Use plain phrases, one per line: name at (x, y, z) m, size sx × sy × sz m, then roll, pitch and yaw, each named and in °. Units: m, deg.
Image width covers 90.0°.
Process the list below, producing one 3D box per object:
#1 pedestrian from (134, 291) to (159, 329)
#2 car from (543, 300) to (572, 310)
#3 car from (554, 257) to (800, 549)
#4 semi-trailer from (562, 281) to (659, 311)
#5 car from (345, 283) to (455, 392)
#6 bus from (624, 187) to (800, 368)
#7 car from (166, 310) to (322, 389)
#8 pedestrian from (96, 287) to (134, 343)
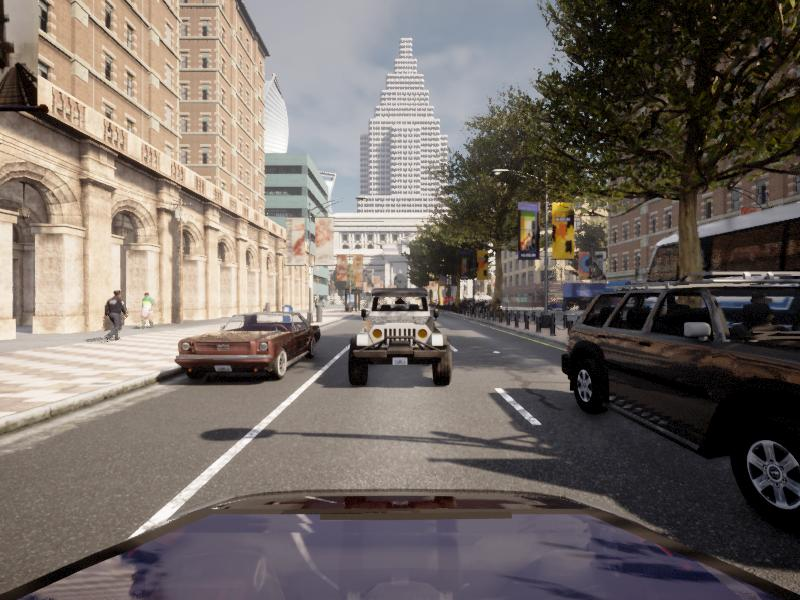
pedestrian at (-12.425, 0.488, 19.658) m, size 0.751 × 1.860 × 0.751 m, roll 0°, pitch 0°, yaw 0°
car at (25.736, 0.798, 65.465) m, size 3.988 × 1.617 × 1.851 m, roll 0°, pitch 0°, yaw 3°
car at (3.501, 0.653, 4.281) m, size 1.932 × 1.855 × 4.605 m, roll 0°, pitch 0°, yaw 0°
semi-trailer at (32.107, -0.610, 61.072) m, size 14.254 × 4.402 × 2.717 m, roll 0°, pitch 0°, yaw -9°
car at (-0.001, 0.647, 8.837) m, size 1.905 × 1.878 × 3.866 m, roll 0°, pitch 0°, yaw 0°
bus at (11.412, -0.532, 11.736) m, size 3.944 × 4.253 × 10.273 m, roll 0°, pitch 0°, yaw 0°
car at (-3.250, 0.940, 9.526) m, size 1.895 × 1.301 × 4.718 m, roll 0°, pitch 0°, yaw 0°
pedestrian at (-9.774, 0.487, 13.719) m, size 0.751 × 1.860 × 0.751 m, roll 0°, pitch 0°, yaw 5°
